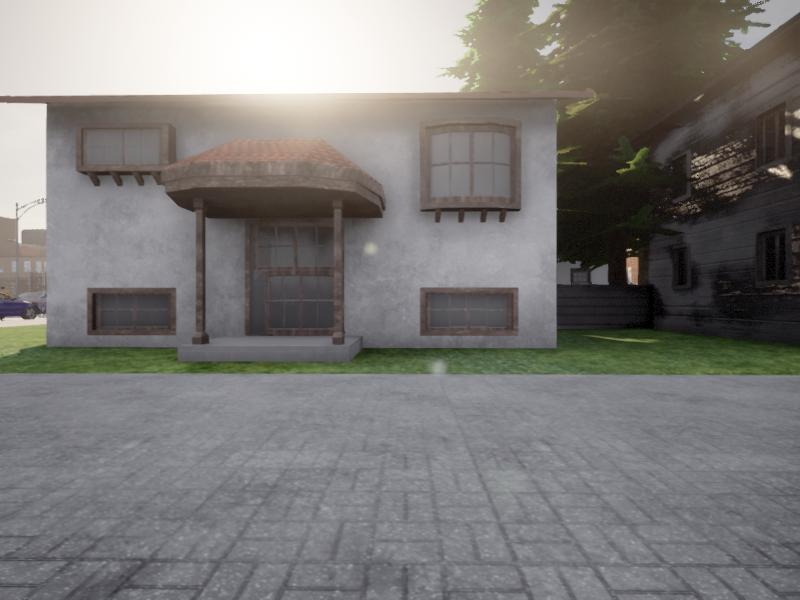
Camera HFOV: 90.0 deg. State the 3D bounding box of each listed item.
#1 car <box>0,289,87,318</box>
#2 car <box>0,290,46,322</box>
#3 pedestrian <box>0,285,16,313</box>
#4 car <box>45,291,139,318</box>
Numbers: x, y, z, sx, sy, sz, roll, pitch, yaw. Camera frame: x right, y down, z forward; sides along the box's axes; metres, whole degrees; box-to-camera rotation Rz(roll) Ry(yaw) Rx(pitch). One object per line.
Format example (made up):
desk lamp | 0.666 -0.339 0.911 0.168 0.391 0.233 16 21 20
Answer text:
car | -22.780 0.192 25.332 2.033 1.649 4.856 0 0 2
car | -18.950 0.266 18.271 1.816 1.474 4.193 0 0 1
pedestrian | -26.594 -0.049 26.926 0.751 1.860 0.751 0 0 9
car | -18.820 0.263 24.809 2.163 1.488 4.792 0 0 1
